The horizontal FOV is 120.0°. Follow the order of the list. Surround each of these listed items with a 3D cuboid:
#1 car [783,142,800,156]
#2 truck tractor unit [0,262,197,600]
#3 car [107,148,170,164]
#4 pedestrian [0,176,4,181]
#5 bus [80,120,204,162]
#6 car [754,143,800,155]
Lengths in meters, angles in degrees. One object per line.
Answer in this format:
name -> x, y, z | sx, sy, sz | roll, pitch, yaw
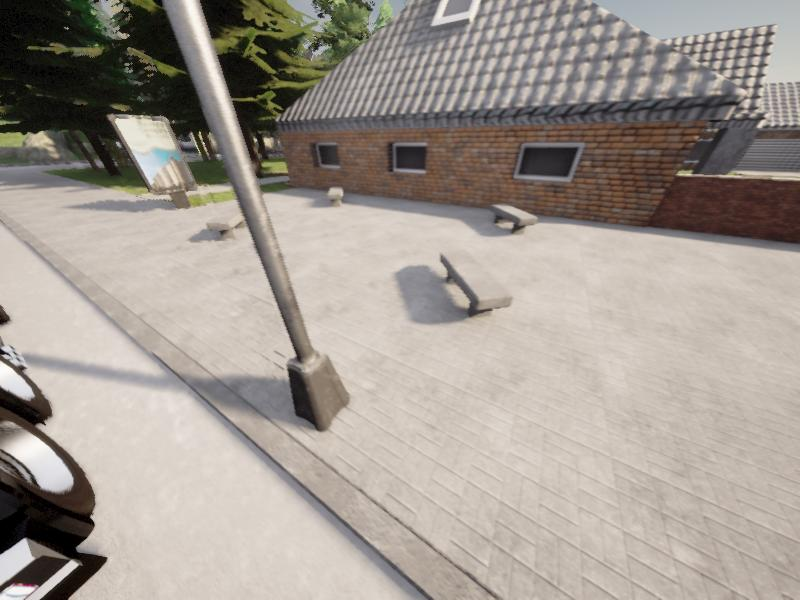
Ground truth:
car -> 58.979, -21.850, 33.473 | 1.851, 1.617, 3.988 | 18, 39, 24
truck tractor unit -> -5.111, -0.300, 0.788 | 6.516, 4.208, 3.053 | 18, 39, 24
car -> -33.709, -18.765, 29.973 | 1.837, 1.490, 4.892 | 17, 39, 24
pedestrian -> -27.398, -8.741, 14.965 | 0.751, 1.860, 0.751 | -26, 42, -32
bus -> -35.660, -22.451, 32.884 | 3.944, 4.253, 10.273 | 18, 38, 24
car -> 62.256, -25.060, 38.167 | 2.163, 1.488, 4.792 | 18, 39, 24
